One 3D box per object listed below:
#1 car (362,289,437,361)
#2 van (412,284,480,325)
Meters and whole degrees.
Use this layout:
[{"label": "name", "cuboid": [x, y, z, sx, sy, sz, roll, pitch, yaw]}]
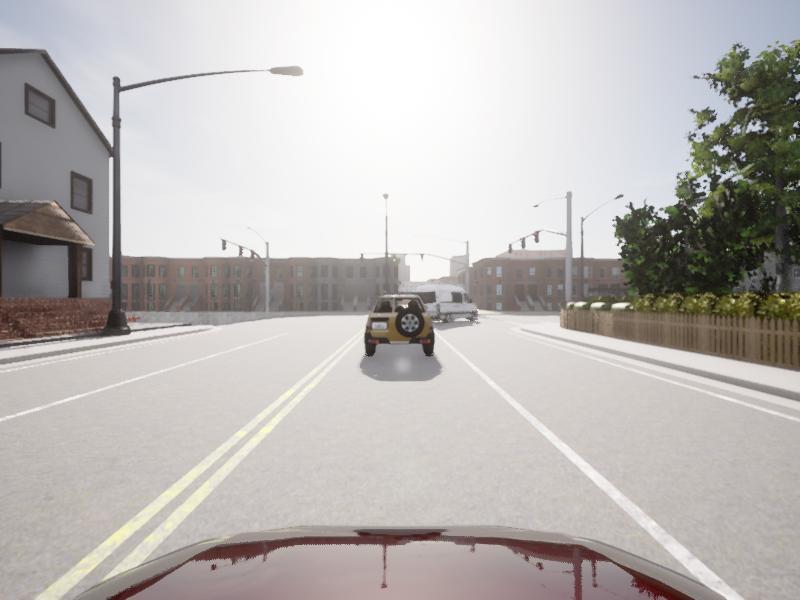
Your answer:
[{"label": "car", "cuboid": [-0.019, 0.641, 12.605, 1.932, 1.855, 4.605, 0, 0, 0]}, {"label": "van", "cuboid": [3.397, 0.295, 28.152, 1.988, 2.561, 5.915, -2, -1, 37]}]
